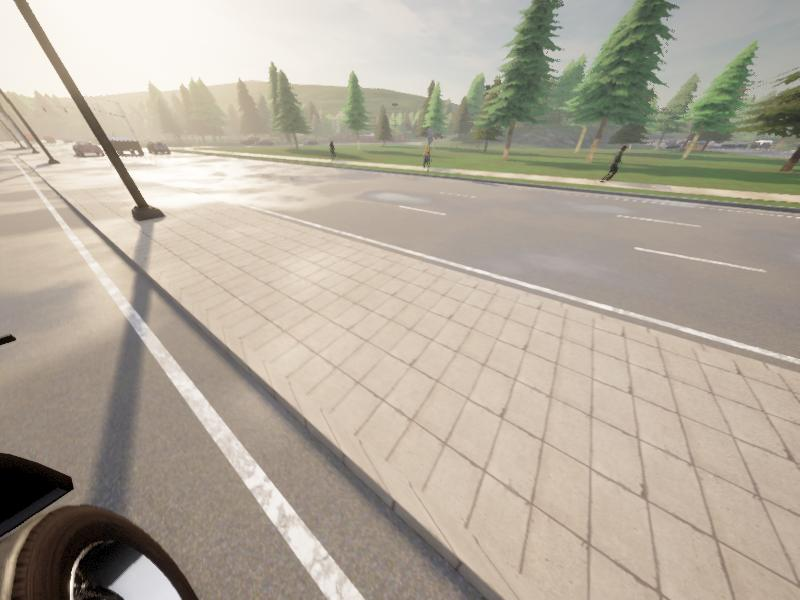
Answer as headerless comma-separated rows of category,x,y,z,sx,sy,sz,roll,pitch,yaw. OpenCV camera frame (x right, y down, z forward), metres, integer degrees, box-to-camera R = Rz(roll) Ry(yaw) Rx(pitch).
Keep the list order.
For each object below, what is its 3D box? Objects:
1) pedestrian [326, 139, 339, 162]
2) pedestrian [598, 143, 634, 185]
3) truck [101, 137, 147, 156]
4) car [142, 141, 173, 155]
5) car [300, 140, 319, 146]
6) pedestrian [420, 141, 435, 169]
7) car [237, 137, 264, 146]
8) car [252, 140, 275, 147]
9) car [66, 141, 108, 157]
pedestrian,-6.856,-15.194,23.478,0.751,1.860,0.751,23,41,28
pedestrian,11.731,-7.403,12.597,0.751,1.860,0.751,24,41,29
truck,-38.419,-21.427,32.132,6.274,2.098,2.390,22,41,28
car,-36.367,-22.851,34.598,3.988,1.617,1.851,22,41,28
car,-26.736,-46.471,68.331,2.128,1.511,4.902,22,41,28
pedestrian,2.178,-11.401,18.181,0.751,1.860,0.751,23,41,29
car,-42.093,-44.772,65.265,2.150,2.045,5.566,22,41,28
car,-36.559,-42.054,61.925,1.837,1.490,4.892,22,41,28
car,-40.741,-19.714,30.095,5.027,1.651,2.152,22,41,28
